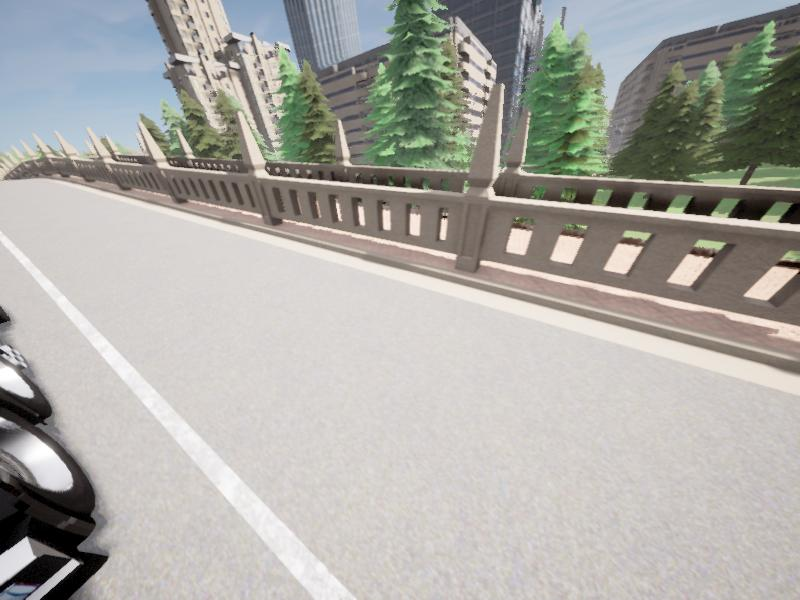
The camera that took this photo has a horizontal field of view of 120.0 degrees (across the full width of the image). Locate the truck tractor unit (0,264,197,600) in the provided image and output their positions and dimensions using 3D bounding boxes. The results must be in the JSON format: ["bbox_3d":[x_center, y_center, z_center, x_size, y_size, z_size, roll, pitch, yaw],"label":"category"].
[{"bbox_3d":[-5.110,-0.302,0.779,6.516,4.208,3.053,18,39,24],"label":"truck tractor unit"}]
